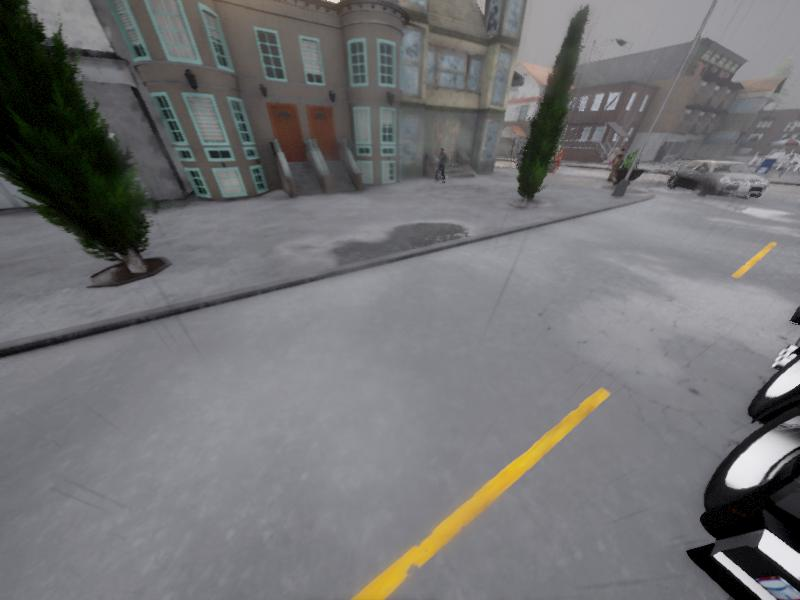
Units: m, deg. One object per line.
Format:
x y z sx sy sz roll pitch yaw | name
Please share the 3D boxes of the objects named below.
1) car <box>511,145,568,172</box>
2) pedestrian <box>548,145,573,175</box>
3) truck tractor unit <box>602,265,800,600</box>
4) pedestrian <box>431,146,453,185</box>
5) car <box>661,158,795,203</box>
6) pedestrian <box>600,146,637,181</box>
12.885 -13.354 21.651 1.905 1.878 3.866 -18 39 -24 | car
11.905 -10.414 17.223 0.751 1.860 0.751 7 35 9 | pedestrian
5.113 -0.297 0.784 6.516 4.208 3.053 -18 39 -24 | truck tractor unit
2.365 -7.680 13.234 0.751 1.860 0.751 -22 41 -29 | pedestrian
16.093 -6.203 11.766 1.970 1.475 3.806 11 36 15 | car
13.871 -8.656 14.714 0.751 1.860 0.751 -7 36 -11 | pedestrian
